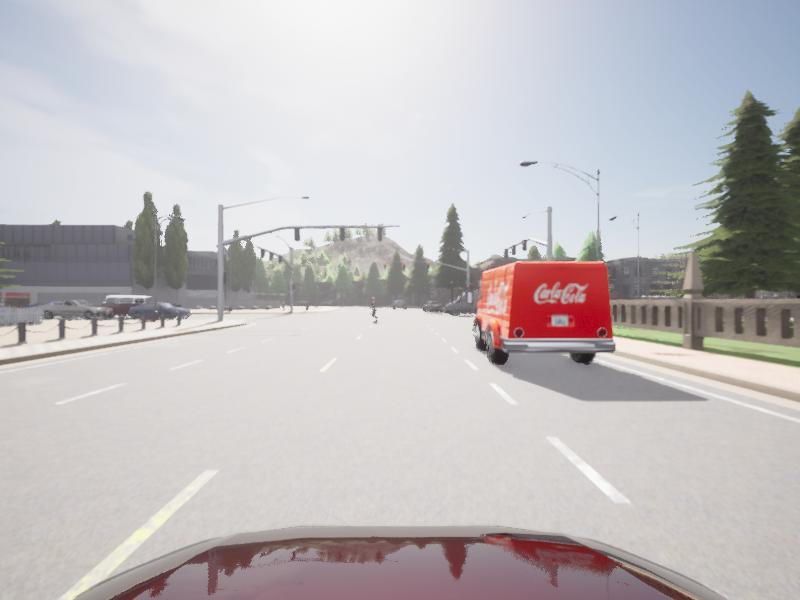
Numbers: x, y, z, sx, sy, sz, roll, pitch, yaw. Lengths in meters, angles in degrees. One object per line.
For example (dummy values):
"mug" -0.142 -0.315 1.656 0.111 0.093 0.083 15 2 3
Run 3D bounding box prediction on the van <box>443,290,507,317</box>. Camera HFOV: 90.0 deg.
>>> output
"van" 7.316 0.337 39.432 5.915 2.561 1.988 0 0 0

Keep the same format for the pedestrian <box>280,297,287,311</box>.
"pedestrian" -15.823 0.507 54.292 0.751 1.860 0.751 0 0 -5

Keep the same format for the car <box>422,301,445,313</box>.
"car" 4.122 0.872 50.231 1.970 1.475 3.806 0 0 -9

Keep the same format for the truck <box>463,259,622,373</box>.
"truck" 3.500 0.359 11.276 2.627 2.467 5.204 0 0 0

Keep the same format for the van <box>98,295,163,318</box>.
"van" -24.106 0.584 35.892 4.480 2.038 2.069 0 0 0

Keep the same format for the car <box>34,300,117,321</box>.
"car" -26.168 0.793 32.397 5.027 1.651 2.152 0 0 0

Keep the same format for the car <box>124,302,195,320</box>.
"car" -19.368 0.882 32.348 4.674 1.442 1.812 0 0 1

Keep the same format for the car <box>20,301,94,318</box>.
"car" -30.704 0.836 35.891 5.008 1.535 1.882 0 0 0

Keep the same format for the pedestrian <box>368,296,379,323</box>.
"pedestrian" -1.832 0.648 27.900 0.751 1.860 0.751 0 0 1

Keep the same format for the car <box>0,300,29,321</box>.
"car" -33.394 0.790 32.388 4.856 1.649 2.033 0 0 0
